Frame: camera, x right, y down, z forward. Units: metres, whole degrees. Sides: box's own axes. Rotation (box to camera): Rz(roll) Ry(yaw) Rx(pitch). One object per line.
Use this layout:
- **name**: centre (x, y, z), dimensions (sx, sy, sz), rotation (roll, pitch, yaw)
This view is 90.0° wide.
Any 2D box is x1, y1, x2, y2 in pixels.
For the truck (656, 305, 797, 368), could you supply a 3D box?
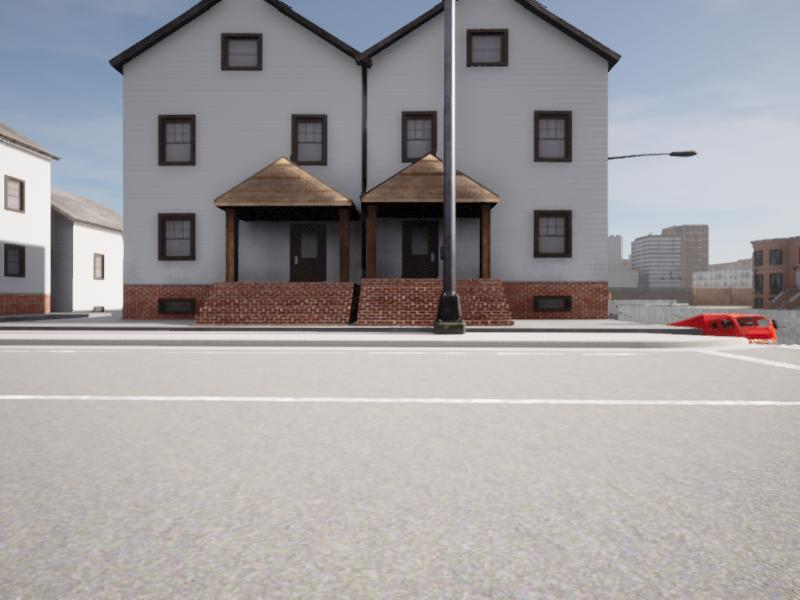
- **truck**: centre (16.073, 2.039, 20.327), dimensions (2.627, 2.467, 5.204), rotation (-1, -14, 1)
